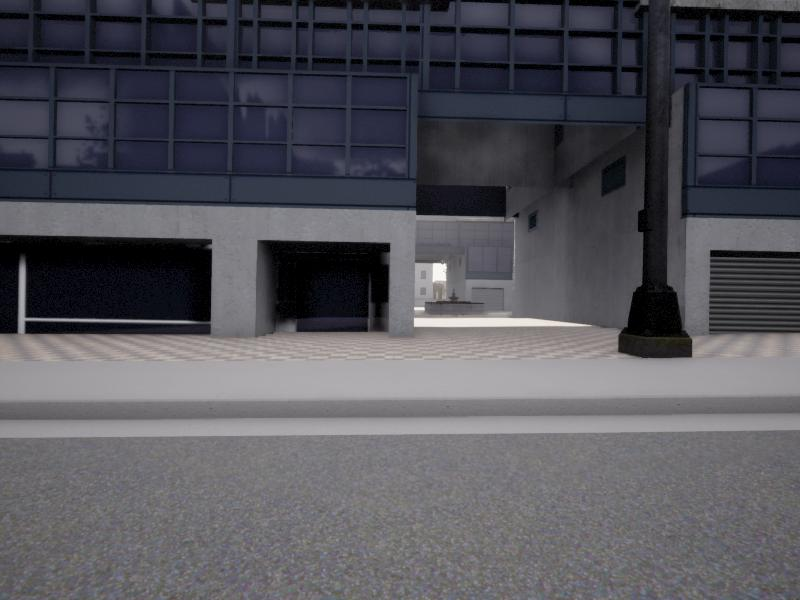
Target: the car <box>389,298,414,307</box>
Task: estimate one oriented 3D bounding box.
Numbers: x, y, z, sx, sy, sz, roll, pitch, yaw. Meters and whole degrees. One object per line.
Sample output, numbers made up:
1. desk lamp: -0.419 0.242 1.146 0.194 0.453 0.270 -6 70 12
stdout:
1. car: 0.260 0.505 74.656 4.514 1.525 2.007 1 0 8
